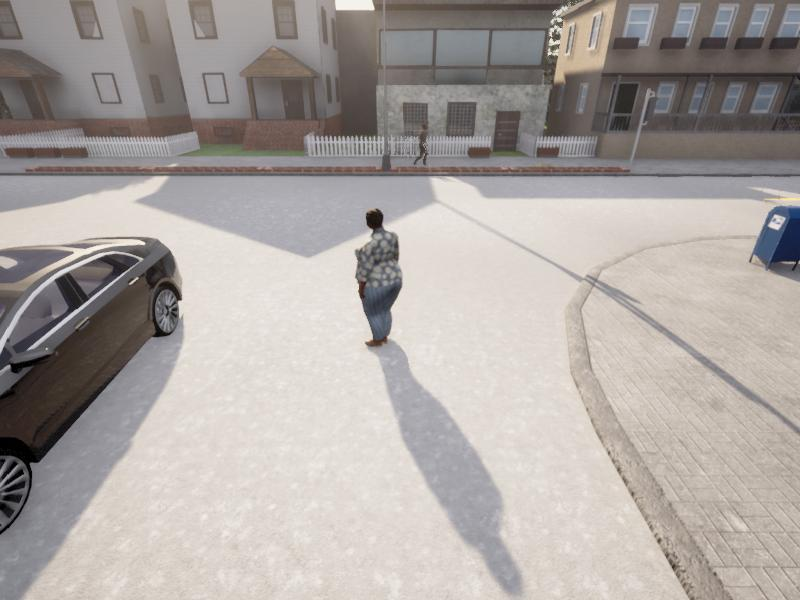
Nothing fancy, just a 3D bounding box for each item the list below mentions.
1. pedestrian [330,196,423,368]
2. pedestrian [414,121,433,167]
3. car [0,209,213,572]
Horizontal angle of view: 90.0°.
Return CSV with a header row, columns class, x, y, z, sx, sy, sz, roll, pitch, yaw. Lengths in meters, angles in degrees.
class,x,y,z,sx,sy,sz,roll,pitch,yaw
pedestrian,-0.269,-0.237,4.979,0.751,1.860,0.751,-24,36,-38
pedestrian,1.032,-6.900,17.708,0.751,1.860,0.751,0,27,1
car,-4.017,0.465,4.050,2.128,1.511,4.902,-2,27,-3
